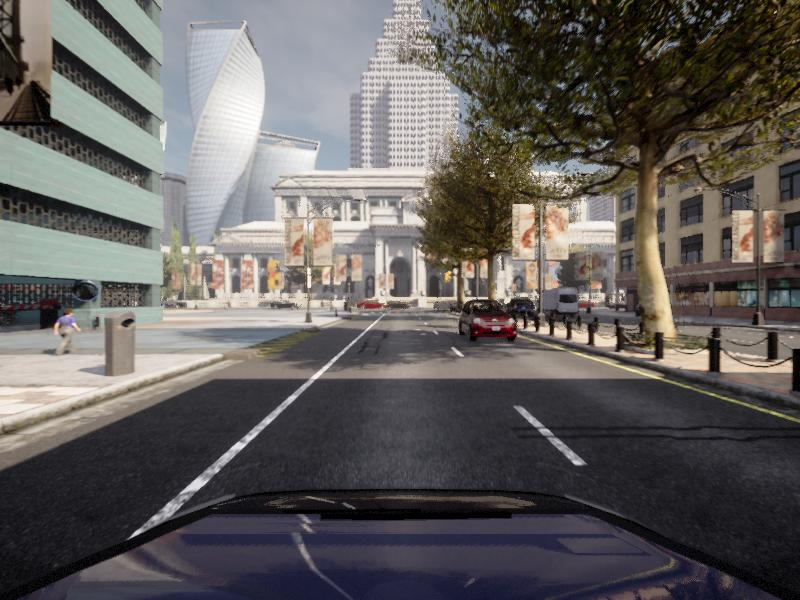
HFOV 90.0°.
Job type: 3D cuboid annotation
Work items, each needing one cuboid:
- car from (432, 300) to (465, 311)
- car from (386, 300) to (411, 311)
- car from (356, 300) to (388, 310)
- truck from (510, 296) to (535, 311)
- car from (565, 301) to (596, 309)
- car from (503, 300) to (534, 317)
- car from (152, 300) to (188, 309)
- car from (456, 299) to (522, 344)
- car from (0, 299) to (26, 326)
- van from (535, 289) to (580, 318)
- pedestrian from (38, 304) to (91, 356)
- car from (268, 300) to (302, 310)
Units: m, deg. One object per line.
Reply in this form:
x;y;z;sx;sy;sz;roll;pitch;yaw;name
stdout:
7.531;0.777;62.433;2.152;1.651;5.027;0;0;-40;car
-0.267;0.808;61.010;3.705;1.549;1.789;0;0;0;car
-4.417;0.820;64.528;5.008;1.535;1.882;0;0;0;car
18.168;0.539;59.110;2.390;2.098;6.274;-1;0;28;truck
32.217;0.865;71.380;4.674;1.442;1.812;0;0;0;car
11.503;0.786;39.102;1.851;1.617;3.988;0;0;0;car
-40.993;0.768;71.379;5.238;1.638;1.930;0;0;-7;car
3.500;0.787;16.508;1.851;1.617;3.988;0;0;0;car
-23.450;0.716;21.465;2.128;1.511;4.902;0;0;0;car
15.005;0.319;38.539;1.988;2.561;5.915;0;0;0;van
-8.785;0.765;10.496;0.751;1.300;0.751;0;0;3;pedestrian
-18.490;0.833;64.579;4.902;1.511;2.128;0;0;0;car
